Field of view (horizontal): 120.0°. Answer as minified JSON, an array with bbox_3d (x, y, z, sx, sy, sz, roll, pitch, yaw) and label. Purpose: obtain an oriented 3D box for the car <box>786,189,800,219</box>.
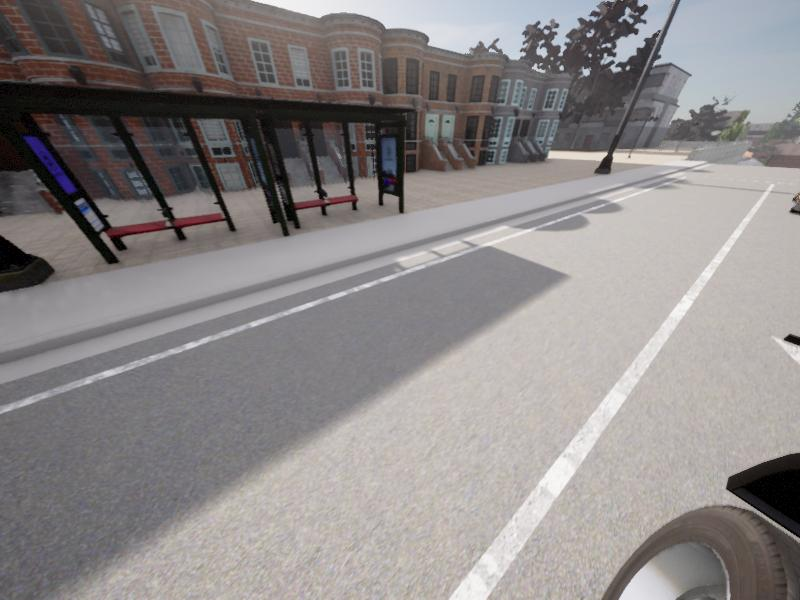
[{"bbox_3d":[15.410,-3.776,7.589,4.553,1.767,2.097,-22,41,-28],"label":"car"}]
